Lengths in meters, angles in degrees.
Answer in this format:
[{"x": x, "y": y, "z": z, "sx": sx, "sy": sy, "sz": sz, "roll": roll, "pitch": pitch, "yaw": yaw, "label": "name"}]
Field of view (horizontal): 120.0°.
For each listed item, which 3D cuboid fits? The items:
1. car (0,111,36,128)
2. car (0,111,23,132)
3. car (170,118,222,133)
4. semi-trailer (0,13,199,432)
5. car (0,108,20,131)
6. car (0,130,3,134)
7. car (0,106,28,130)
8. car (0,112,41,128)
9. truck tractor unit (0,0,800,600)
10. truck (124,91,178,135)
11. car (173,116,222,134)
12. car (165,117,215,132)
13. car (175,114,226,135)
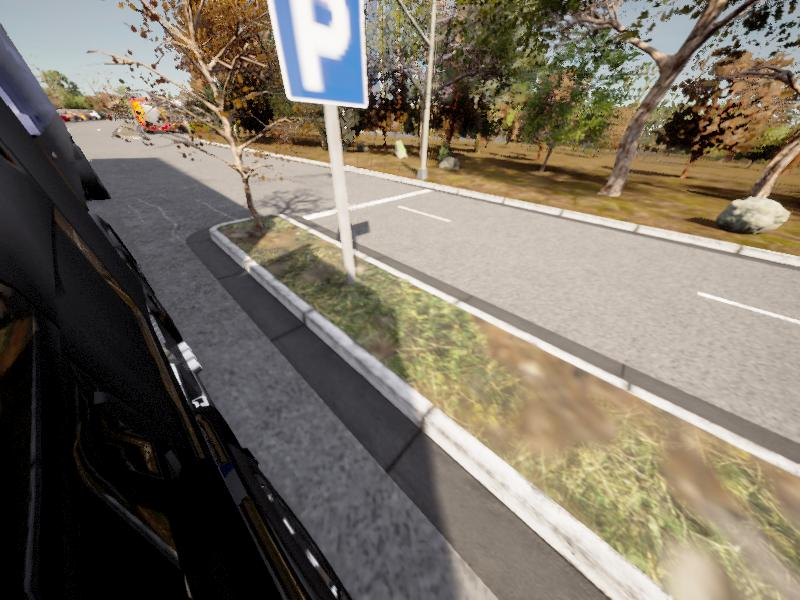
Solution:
[{"x": -45.422, "y": -20.085, "z": 25.711, "sx": 2.231, "sy": 1.521, "sz": 4.892, "roll": 19, "pitch": 41, "yaw": 21, "label": "car"}, {"x": -39.203, "y": -15.984, "z": 20.665, "sx": 1.946, "sy": 1.575, "sz": 5.366, "roll": 18, "pitch": 40, "yaw": 20, "label": "car"}, {"x": -30.873, "y": -26.547, "z": 35.194, "sx": 1.946, "sy": 1.575, "sz": 5.366, "roll": 19, "pitch": 39, "yaw": 21, "label": "car"}, {"x": -8.552, "y": -3.759, "z": 4.279, "sx": 14.254, "sy": 4.402, "sz": 2.717, "roll": 30, "pitch": 44, "yaw": 30, "label": "semi-trailer"}, {"x": -41.356, "y": -17.360, "z": 22.152, "sx": 2.185, "sy": 1.767, "sz": 4.553, "roll": 18, "pitch": 40, "yaw": 20, "label": "car"}, {"x": -37.381, "y": -14.414, "z": 18.772, "sx": 2.163, "sy": 1.488, "sz": 4.792, "roll": 18, "pitch": 40, "yaw": 19, "label": "car"}, {"x": -43.330, "y": -18.921, "z": 23.923, "sx": 1.878, "sy": 1.987, "sz": 4.442, "roll": 18, "pitch": 41, "yaw": 21, "label": "car"}, {"x": -47.429, "y": -21.474, "z": 27.486, "sx": 2.002, "sy": 1.452, "sz": 4.674, "roll": 19, "pitch": 41, "yaw": 21, "label": "car"}, {"x": -2.645, "y": -0.295, "z": 0.352, "sx": 6.516, "sy": 4.208, "sz": 3.053, "roll": 28, "pitch": 44, "yaw": 30, "label": "truck tractor unit"}, {"x": -31.453, "y": -23.456, "z": 29.163, "sx": 2.891, "sy": 3.827, "sz": 8.468, "roll": -28, "pitch": 47, "yaw": -34, "label": "truck"}, {"x": -28.972, "y": -25.156, "z": 33.268, "sx": 2.185, "sy": 1.767, "sz": 4.553, "roll": 19, "pitch": 39, "yaw": 20, "label": "car"}, {"x": -33.028, "y": -27.743, "z": 36.629, "sx": 1.946, "sy": 1.575, "sz": 5.366, "roll": 20, "pitch": 40, "yaw": 21, "label": "car"}, {"x": -26.988, "y": -23.821, "z": 31.462, "sx": 1.878, "sy": 1.987, "sz": 4.442, "roll": 19, "pitch": 39, "yaw": 20, "label": "car"}]
